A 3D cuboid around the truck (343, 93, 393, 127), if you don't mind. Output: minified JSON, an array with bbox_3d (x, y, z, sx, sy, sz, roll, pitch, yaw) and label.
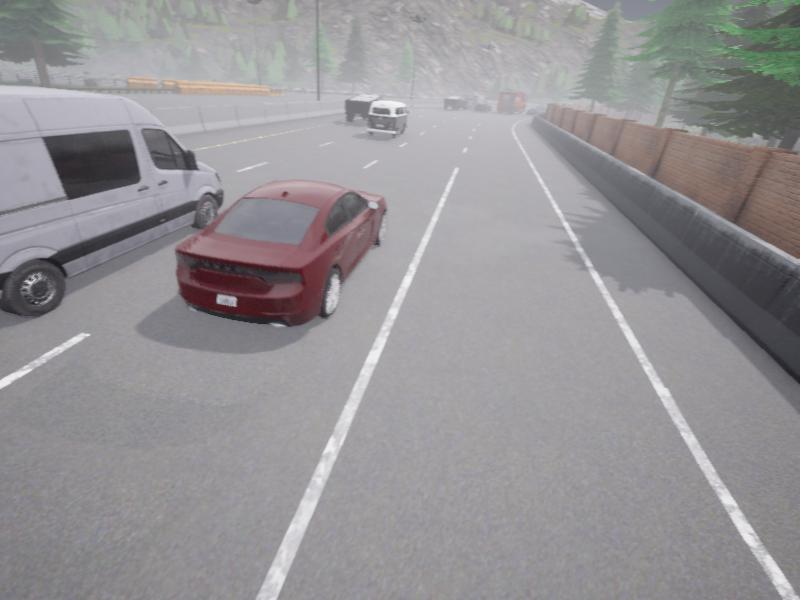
[{"bbox_3d":[-2.540,-15.881,33.222,2.390,2.098,6.274,10,28,8],"label":"truck"}]

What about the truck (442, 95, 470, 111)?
[{"bbox_3d":[9.340,-32.578,66.256,2.390,2.098,6.274,16,30,20],"label":"truck"}]

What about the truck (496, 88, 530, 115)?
[{"bbox_3d":[20.170,-35.317,71.343,2.891,3.827,8.468,19,31,24],"label":"truck"}]

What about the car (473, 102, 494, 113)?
[{"bbox_3d":[14.443,-33.154,68.887,2.128,1.511,4.902,17,30,21],"label":"car"}]

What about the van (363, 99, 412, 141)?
[{"bbox_3d":[-0.718,-11.681,25.789,2.069,2.038,4.480,9,29,8],"label":"van"}]

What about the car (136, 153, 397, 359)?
[{"bbox_3d":[-1.539,-1.247,6.789,1.882,1.535,5.008,9,29,8],"label":"car"}]

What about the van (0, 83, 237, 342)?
[{"bbox_3d":[-5.168,-1.864,6.264,1.988,2.561,5.915,9,28,6],"label":"van"}]

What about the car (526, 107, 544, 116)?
[{"bbox_3d":[24.634,-34.406,72.987,1.994,1.385,4.181,19,31,24],"label":"car"}]

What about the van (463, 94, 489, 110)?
[{"bbox_3d":[14.274,-36.963,74.884,2.351,2.431,6.366,19,31,24],"label":"van"}]
